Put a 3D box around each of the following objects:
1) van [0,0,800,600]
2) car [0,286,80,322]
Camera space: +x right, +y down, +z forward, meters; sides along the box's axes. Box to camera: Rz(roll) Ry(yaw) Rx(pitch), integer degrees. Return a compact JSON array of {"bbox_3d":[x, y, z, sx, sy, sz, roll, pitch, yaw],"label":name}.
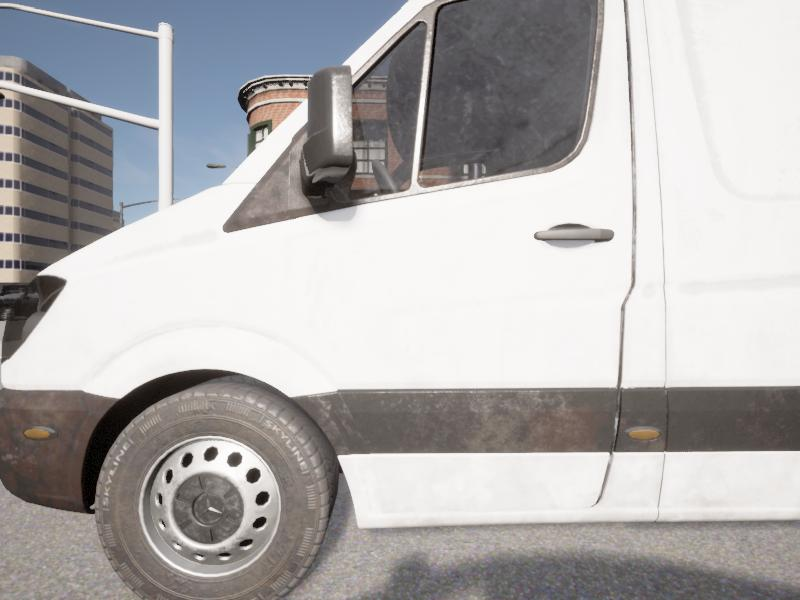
[{"bbox_3d":[1.351,-0.278,2.210,5.915,2.561,1.988,0,0,0],"label":"van"},{"bbox_3d":[-18.982,0.171,19.939,1.930,1.638,5.238,0,0,0],"label":"car"}]
